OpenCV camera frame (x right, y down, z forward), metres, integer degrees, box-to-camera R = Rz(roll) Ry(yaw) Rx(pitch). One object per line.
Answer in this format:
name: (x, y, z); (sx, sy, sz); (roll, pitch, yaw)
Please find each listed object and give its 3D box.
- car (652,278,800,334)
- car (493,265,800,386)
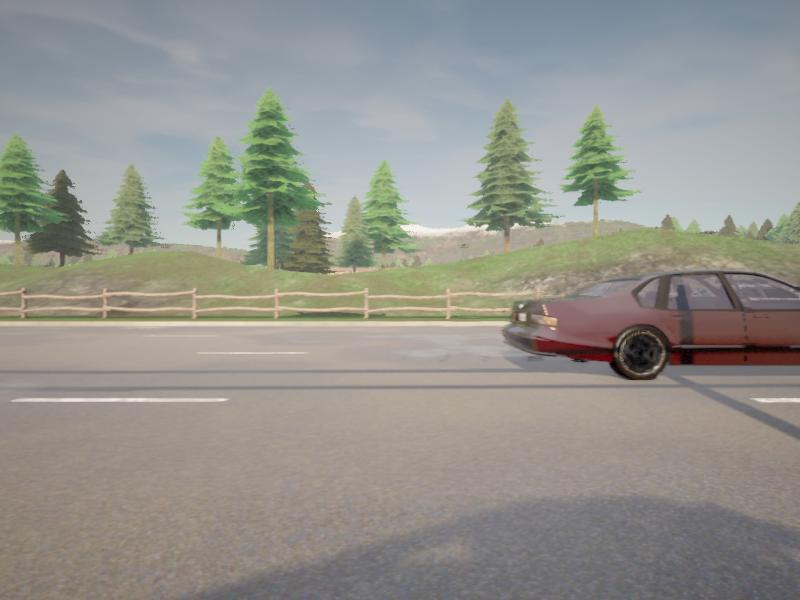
car: (11.236, 0.175, 12.699); (5.238, 1.638, 1.930); (0, 0, 0)
car: (4.247, 0.296, 5.698); (5.357, 1.411, 2.033); (0, 0, 0)
